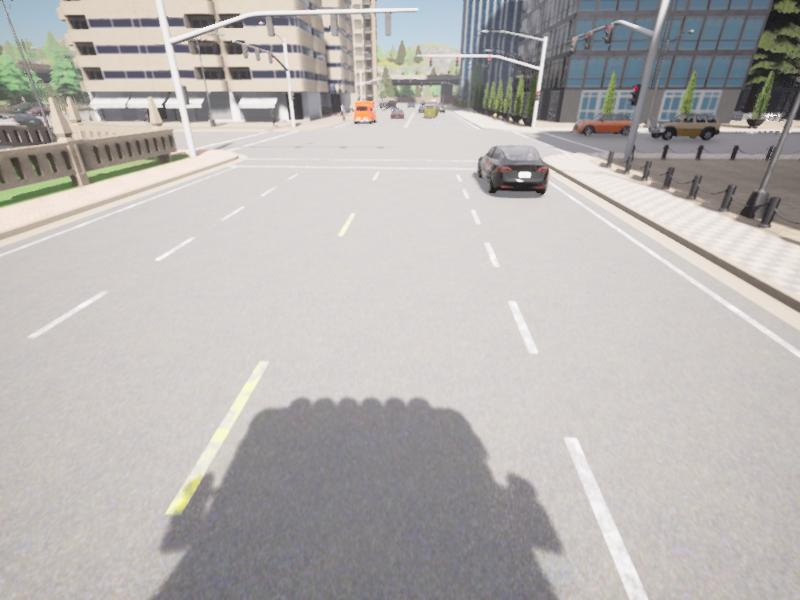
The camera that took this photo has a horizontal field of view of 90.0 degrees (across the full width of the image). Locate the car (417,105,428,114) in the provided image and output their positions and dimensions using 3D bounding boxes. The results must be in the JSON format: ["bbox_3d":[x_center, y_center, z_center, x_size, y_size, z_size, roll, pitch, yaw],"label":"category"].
[{"bbox_3d":[4.378,-36.920,77.453,2.007,1.525,4.514,1,27,3],"label":"car"}]

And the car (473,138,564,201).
[{"bbox_3d":[4.126,-5.025,14.923,2.163,1.488,4.792,1,27,3],"label":"car"}]

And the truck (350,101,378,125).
[{"bbox_3d":[-4.339,-22.846,48.811,2.627,2.467,5.204,1,27,3],"label":"truck"}]

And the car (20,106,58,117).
[{"bbox_3d":[-59.455,-31.105,66.011,1.812,1.442,4.674,0,27,-1],"label":"car"}]

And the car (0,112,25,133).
[{"bbox_3d":[-37.738,-16.581,37.263,4.611,1.667,2.242,14,30,26],"label":"car"}]

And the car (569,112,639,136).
[{"bbox_3d":[17.105,-14.853,33.739,4.553,1.767,2.097,2,27,3],"label":"car"}]

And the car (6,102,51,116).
[{"bbox_3d":[-62.987,-32.431,67.949,2.150,2.045,5.566,0,27,1],"label":"car"}]

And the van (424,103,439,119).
[{"bbox_3d":[4.956,-29.647,62.677,1.775,1.987,4.442,6,28,11],"label":"van"}]

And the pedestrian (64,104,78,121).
[{"bbox_3d":[-42.220,-24.071,51.362,0.751,1.860,0.751,20,33,34],"label":"pedestrian"}]

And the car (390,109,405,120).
[{"bbox_3d":[-0.323,-27.169,58.495,1.994,1.385,4.181,1,27,2],"label":"car"}]

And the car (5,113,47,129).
[{"bbox_3d":[-39.449,-18.906,42.158,4.181,1.385,1.994,18,32,32],"label":"car"}]

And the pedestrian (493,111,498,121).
[{"bbox_3d":[12.443,-24.003,52.190,0.500,1.100,0.500,1,27,1],"label":"pedestrian"}]

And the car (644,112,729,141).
[{"bbox_3d":[21.597,-13.170,30.345,4.605,1.855,1.932,2,27,3],"label":"car"}]

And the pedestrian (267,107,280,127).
[{"bbox_3d":[-12.790,-18.498,40.428,0.751,1.860,0.751,4,27,7],"label":"pedestrian"}]

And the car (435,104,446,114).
[{"bbox_3d":[8.033,-38.184,79.934,2.007,1.525,4.514,1,27,3],"label":"car"}]

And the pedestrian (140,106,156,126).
[{"bbox_3d":[-27.023,-19.758,42.904,0.751,1.860,0.751,11,29,21],"label":"pedestrian"}]
